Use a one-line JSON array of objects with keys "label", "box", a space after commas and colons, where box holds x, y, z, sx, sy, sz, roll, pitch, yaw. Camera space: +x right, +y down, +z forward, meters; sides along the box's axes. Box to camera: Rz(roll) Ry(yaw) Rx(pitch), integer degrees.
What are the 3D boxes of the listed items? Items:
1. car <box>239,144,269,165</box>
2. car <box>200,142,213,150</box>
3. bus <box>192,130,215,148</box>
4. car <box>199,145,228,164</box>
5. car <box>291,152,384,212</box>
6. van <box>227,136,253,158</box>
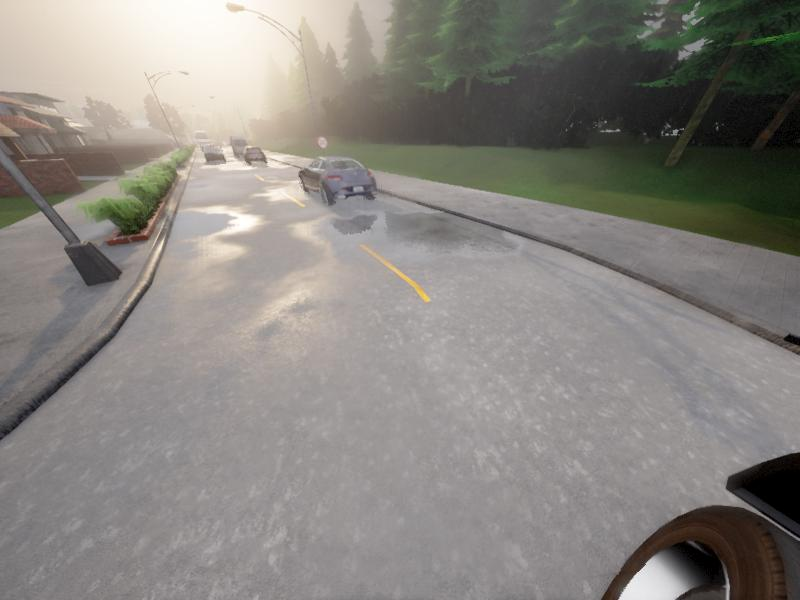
[{"label": "car", "box": [-16.171, -16.100, 25.503, 2.033, 1.649, 4.856, -21, 41, -26]}, {"label": "car", "box": [-50.717, -40.339, 60.460, 2.152, 1.651, 5.027, -22, 41, -28]}, {"label": "bus", "box": [-62.650, -51.325, 73.632, 3.944, 4.253, 10.273, -22, 41, -28]}, {"label": "car", "box": [-21.213, -16.647, 26.306, 1.930, 1.638, 5.238, -21, 40, -27]}, {"label": "car", "box": [-2.957, -5.522, 10.371, 2.152, 1.651, 5.027, -21, 40, -27]}, {"label": "van", "box": [-24.427, -23.387, 35.125, 1.988, 2.561, 5.915, -22, 41, -27]}]
